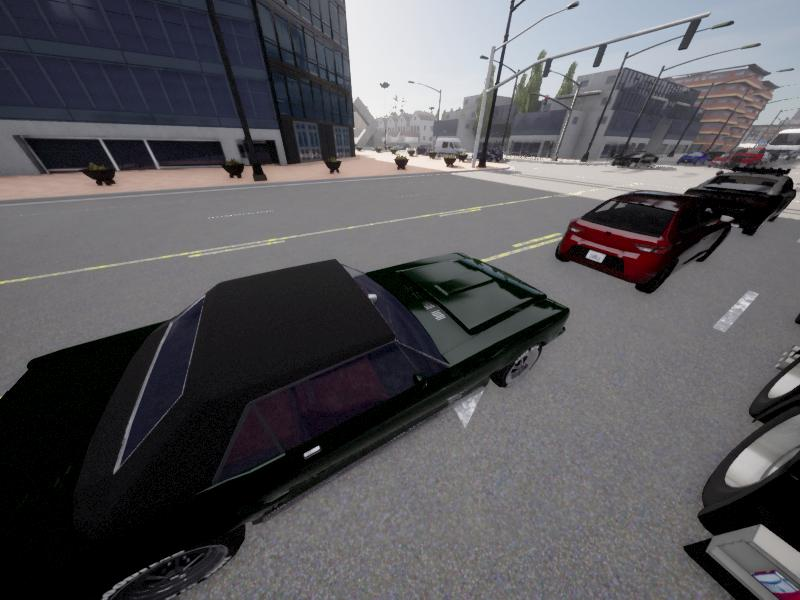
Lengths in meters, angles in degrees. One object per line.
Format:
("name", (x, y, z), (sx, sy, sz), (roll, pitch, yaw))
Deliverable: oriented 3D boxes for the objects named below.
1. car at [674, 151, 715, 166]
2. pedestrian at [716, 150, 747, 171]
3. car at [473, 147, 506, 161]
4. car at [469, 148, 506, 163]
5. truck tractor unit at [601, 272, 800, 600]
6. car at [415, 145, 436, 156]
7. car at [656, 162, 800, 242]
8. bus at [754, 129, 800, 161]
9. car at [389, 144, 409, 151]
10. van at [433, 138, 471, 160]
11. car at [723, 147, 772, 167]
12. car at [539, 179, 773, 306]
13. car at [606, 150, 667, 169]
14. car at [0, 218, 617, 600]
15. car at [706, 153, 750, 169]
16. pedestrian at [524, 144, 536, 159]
("car", (39.481, -19.015, 30.984), (5.008, 1.535, 1.882), (-17, 38, -24))
("pedestrian", (34.090, -14.351, 23.772), (0.751, 1.860, 0.751), (7, 35, 9))
("car", (12.977, -21.396, 33.809), (1.816, 1.474, 4.193), (-17, 38, -24))
("car", (11.379, -18.976, 30.233), (1.816, 1.474, 4.193), (-17, 38, -24))
("truck tractor unit", (5.122, -0.289, 0.764), (6.516, 4.208, 3.053), (-18, 39, -24))
("car", (4.435, -26.085, 40.340), (1.845, 1.501, 3.633), (-17, 39, -25))
("car", (11.381, -3.492, 7.708), (5.238, 1.638, 1.930), (-18, 39, -24))
("bus", (66.583, -26.516, 39.352), (10.273, 4.253, 3.944), (-18, 39, -23))
("car", (-0.317, -40.023, 60.517), (4.974, 1.542, 2.038), (-23, 41, -31))
("van", (7.757, -23.165, 35.291), (1.988, 2.561, 5.915), (-17, 38, -24))
("car", (45.971, -18.956, 30.583), (5.566, 2.045, 2.150), (-17, 39, -24))
("car", (5.384, -1.535, 4.957), (4.193, 1.474, 1.816), (-18, 39, -24))
("car", (25.755, -15.331, 25.202), (5.238, 1.638, 1.930), (-9, 36, -15))
("car", (-0.486, 0.415, 2.264), (4.718, 1.301, 1.895), (-18, 39, -24))
("car", (38.811, -16.470, 27.357), (4.674, 1.442, 1.812), (-17, 39, -24))
("pedestrian", (18.763, -21.491, 33.477), (0.751, 1.860, 0.751), (-22, 41, -30))
